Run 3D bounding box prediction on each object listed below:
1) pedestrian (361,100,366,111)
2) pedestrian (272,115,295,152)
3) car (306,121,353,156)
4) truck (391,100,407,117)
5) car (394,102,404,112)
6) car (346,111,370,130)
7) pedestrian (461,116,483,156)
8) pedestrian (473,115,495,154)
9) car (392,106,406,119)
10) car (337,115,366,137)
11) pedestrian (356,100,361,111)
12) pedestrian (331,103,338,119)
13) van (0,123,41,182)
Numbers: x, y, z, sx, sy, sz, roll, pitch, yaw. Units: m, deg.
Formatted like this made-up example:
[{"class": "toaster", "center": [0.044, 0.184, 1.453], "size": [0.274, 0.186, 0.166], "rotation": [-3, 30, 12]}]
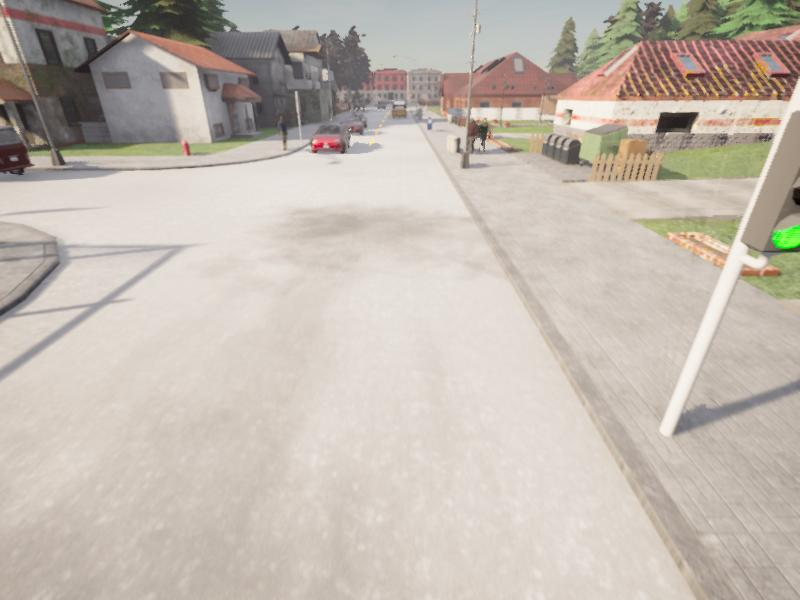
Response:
[{"class": "pedestrian", "center": [-7.121, -38.169, 78.447], "size": [0.751, 1.860, 0.751], "rotation": [4, 27, 7]}, {"class": "pedestrian", "center": [-6.639, -9.524, 22.834], "size": [0.751, 1.860, 0.751], "rotation": [-23, 35, -37]}, {"class": "car", "center": [-4.034, -9.644, 23.698], "size": [2.007, 1.525, 4.514], "rotation": [0, 27, 0]}, {"class": "truck", "center": [-0.081, -30.104, 62.788], "size": [2.390, 2.098, 6.274], "rotation": [0, 27, 0]}, {"class": "car", "center": [-0.155, -36.522, 75.791], "size": [1.851, 1.617, 3.988], "rotation": [0, 27, 1]}, {"class": "car", "center": [-4.049, -17.573, 39.089], "size": [1.845, 1.501, 3.633], "rotation": [0, 28, 0]}, {"class": "pedestrian", "center": [3.780, -8.676, 21.135], "size": [0.751, 1.860, 0.751], "rotation": [-11, 29, -20]}, {"class": "pedestrian", "center": [4.531, -8.993, 21.747], "size": [0.751, 1.860, 0.751], "rotation": [-6, 28, -11]}, {"class": "car", "center": [-0.069, -26.436, 56.279], "size": [1.882, 1.535, 5.008], "rotation": [0, 27, 0]}, {"class": "car", "center": [-4.050, -14.776, 33.838], "size": [1.994, 1.385, 4.181], "rotation": [-1, 27, -1]}, {"class": "pedestrian", "center": [-7.936, -36.987, 76.156], "size": [0.751, 1.860, 0.751], "rotation": [0, 27, 0]}, {"class": "pedestrian", "center": [-8.671, -25.074, 53.041], "size": [0.751, 1.860, 0.751], "rotation": [0, 27, 0]}, {"class": "van", "center": [-17.566, -5.826, 15.839], "size": [4.442, 1.987, 1.775], "rotation": [-1, 27, -1]}]
